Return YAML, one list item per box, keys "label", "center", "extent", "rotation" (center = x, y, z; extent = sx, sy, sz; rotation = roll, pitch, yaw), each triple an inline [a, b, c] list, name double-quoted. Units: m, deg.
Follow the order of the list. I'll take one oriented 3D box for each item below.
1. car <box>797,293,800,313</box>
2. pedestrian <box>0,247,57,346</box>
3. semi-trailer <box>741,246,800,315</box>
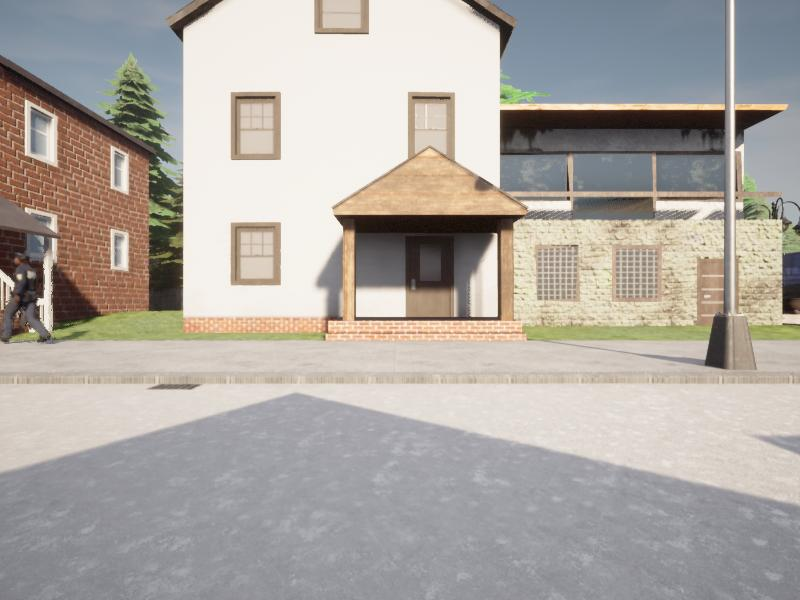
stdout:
- label: "car"
  center: [31.019, 0.237, 27.759]
  extent: [2.128, 1.511, 4.902]
  rotation: [0, 0, 0]
- label: "pedestrian"
  center: [-7.523, -0.067, 7.952]
  extent: [0.751, 1.860, 0.751]
  rotation: [0, 0, -1]
- label: "semi-trailer"
  center: [26.939, -1.218, 22.781]
  extent: [2.717, 4.402, 14.254]
  rotation: [0, 0, -1]
